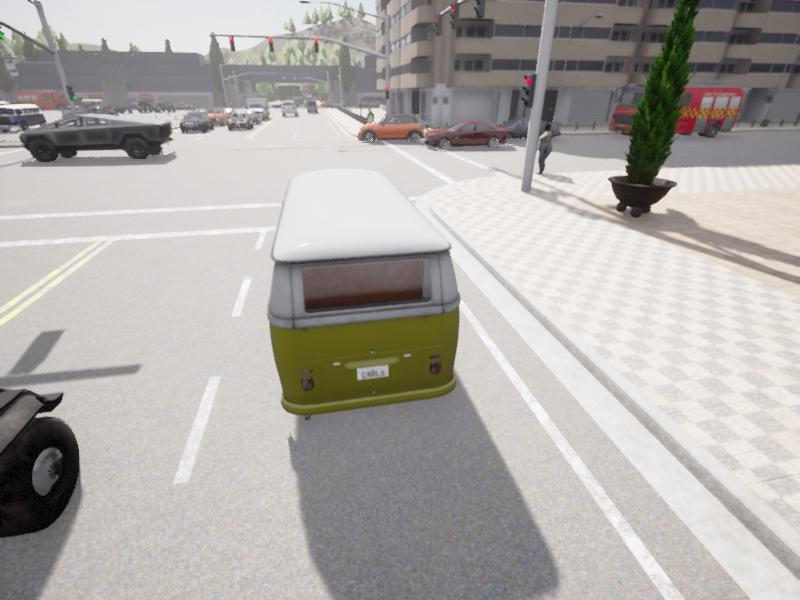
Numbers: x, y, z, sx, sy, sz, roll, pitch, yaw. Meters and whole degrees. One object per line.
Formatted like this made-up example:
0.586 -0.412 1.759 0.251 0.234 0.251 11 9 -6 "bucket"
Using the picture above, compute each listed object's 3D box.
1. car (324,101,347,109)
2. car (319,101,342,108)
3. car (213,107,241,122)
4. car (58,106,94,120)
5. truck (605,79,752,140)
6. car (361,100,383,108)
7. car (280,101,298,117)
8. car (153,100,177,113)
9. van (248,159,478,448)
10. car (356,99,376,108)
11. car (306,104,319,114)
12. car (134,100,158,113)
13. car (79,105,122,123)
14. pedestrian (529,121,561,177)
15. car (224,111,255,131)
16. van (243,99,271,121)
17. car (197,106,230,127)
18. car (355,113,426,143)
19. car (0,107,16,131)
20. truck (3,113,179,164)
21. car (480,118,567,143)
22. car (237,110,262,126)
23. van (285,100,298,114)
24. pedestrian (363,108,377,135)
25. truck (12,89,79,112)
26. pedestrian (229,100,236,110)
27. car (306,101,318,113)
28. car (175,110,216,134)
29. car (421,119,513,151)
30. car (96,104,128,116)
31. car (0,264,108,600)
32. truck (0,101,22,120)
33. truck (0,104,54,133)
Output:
-14.895 -44.934 92.008 4.974 1.542 2.038 -5 28 -10 "car"
-16.443 -46.493 95.094 5.008 1.535 1.882 2 27 4 "car"
-21.407 -23.029 49.658 2.163 1.488 4.792 -5 28 -10 "car"
-42.055 -24.342 51.988 1.970 1.475 3.806 -5 28 -10 "car"
20.385 -14.119 29.642 8.468 3.827 2.891 -5 28 -10 "truck"
-6.551 -45.741 93.501 4.856 1.649 2.033 -5 28 -10 "car"
-16.822 -29.117 60.848 2.150 2.045 5.566 -5 28 -10 "car"
-39.949 -32.885 68.026 1.932 1.855 4.605 -5 28 -10 "car"
-0.681 -0.541 5.463 1.775 1.987 4.442 -5 28 -10 "van"
-8.226 -47.325 96.324 4.605 1.855 1.932 -5 28 -10 "car"
-14.715 -32.196 67.329 1.845 1.501 3.633 -5 28 -10 "car"
-42.798 -32.648 67.575 1.905 1.878 3.866 -5 28 -10 "car"
-35.284 -22.018 47.315 2.242 1.667 4.611 -5 28 -10 "car"
5.418 -5.678 15.047 0.751 1.860 0.751 4 28 7 "pedestrian"
-15.223 -17.102 38.155 1.970 1.475 3.806 -5 28 -10 "car"
-18.382 -24.685 51.833 2.351 2.431 6.366 -5 28 -10 "van"
-19.893 -19.735 42.924 2.097 1.767 4.553 -5 28 -10 "car"
-0.565 -11.792 27.403 4.553 1.767 2.097 2 27 5 "car"
-35.168 -15.118 33.561 1.932 1.855 4.605 -5 28 -10 "car"
-15.172 -8.241 20.224 6.274 2.098 2.390 -6 28 -11 "truck"
8.572 -11.954 28.109 5.357 1.411 2.033 -5 28 -10 "car"
-16.646 -20.283 44.445 1.994 1.385 4.181 -5 28 -10 "car"
-18.882 -33.730 69.853 1.775 1.987 4.442 -5 28 -10 "van"
-2.311 -13.776 30.875 0.751 1.860 0.751 -17 32 -29 "pedestrian"
-67.361 -38.074 76.336 8.468 3.827 2.891 -5 28 -9 "truck"
-32.521 -37.789 77.499 0.751 1.860 0.751 -16 31 -28 "pedestrian"
-16.086 -35.440 73.293 1.905 1.878 3.866 -5 28 -10 "car"
-18.343 -16.144 36.142 2.033 1.649 4.856 -5 28 -10 "car"
3.951 -9.926 24.026 5.008 1.535 1.882 -6 28 -11 "car"
-44.210 -29.302 61.597 2.033 1.415 5.357 -5 28 -10 "car"
-3.360 1.522 1.570 1.905 1.878 3.866 -5 28 -10 "car"
-50.563 -23.848 50.307 2.069 2.038 4.478 -5 28 -10 "truck"
-32.342 -15.493 34.079 2.069 2.038 4.478 -5 28 -10 "truck"
